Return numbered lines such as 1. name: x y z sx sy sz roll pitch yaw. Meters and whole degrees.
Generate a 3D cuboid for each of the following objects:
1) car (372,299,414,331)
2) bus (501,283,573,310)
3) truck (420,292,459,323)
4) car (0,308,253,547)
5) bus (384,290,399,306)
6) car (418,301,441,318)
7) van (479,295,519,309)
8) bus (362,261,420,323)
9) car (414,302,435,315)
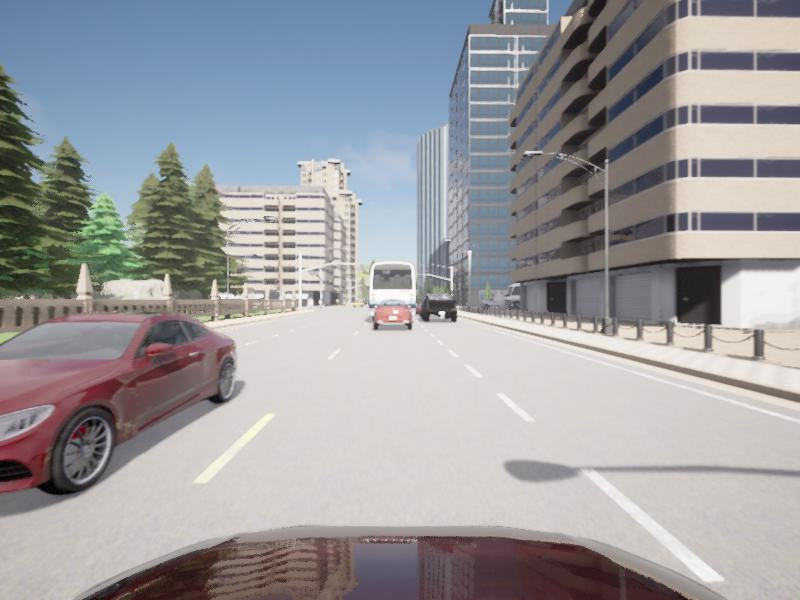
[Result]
1. car: -0.420 0.774 23.149 2.152 1.651 5.027 0 0 -1
2. bus: 22.179 -0.618 65.181 10.273 4.253 3.944 0 0 -1
3. truck: 2.862 0.533 30.467 2.390 2.098 6.274 0 0 0
4. car: -3.526 0.869 4.881 1.812 1.442 4.674 0 0 -1
5. bus: -2.406 -0.572 111.607 3.944 4.253 10.273 0 0 -1
6. car: 2.772 0.842 38.050 1.816 1.474 4.193 0 0 -1
7. van: 16.992 0.293 68.723 6.366 2.431 2.351 0 0 -1
8. bus: -0.734 -0.543 32.548 3.944 4.253 10.273 0 0 -1
9. car: 2.637 0.893 44.474 1.994 1.385 4.181 0 0 -1
